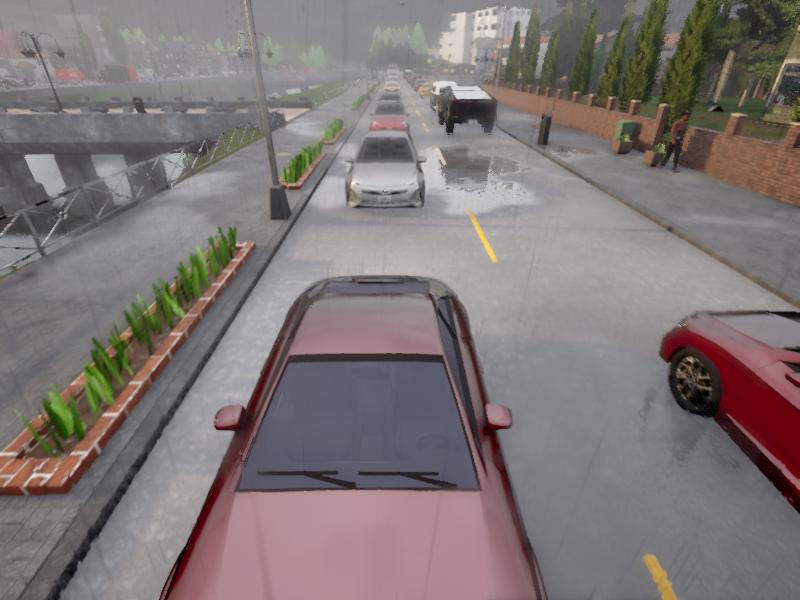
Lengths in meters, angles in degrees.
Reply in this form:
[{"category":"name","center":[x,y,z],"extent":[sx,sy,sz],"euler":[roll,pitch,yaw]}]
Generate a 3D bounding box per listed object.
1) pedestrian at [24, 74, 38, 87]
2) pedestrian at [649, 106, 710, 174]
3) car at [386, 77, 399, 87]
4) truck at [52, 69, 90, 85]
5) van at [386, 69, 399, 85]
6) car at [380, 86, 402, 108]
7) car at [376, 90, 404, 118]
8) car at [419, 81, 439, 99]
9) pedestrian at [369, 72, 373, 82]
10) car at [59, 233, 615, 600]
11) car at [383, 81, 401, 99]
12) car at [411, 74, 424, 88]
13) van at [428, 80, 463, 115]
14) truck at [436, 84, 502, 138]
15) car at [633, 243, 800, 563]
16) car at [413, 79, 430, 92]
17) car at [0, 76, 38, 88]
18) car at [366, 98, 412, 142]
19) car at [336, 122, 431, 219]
[{"category":"pedestrian","center":[-59.014,-35.169,64.017],"extent":[0.751,1.860,0.751],"euler":[8,31,13]},{"category":"pedestrian","center":[8.541,-4.917,12.307],"extent":[0.751,1.860,0.751],"euler":[-3,30,-4]},{"category":"car","center":[-1.220,-36.407,66.858],"extent":[1.994,1.385,4.181],"euler":[0,30,-1]},{"category":"truck","center":[-63.080,-42.882,76.849],"extent":[2.627,2.467,5.204],"euler":[0,30,-1]},{"category":"van","center":[-1.386,-43.322,77.643],"extent":[2.351,2.431,6.366],"euler":[0,30,-1]},{"category":"car","center":[-0.742,-17.698,34.738],"extent":[1.845,1.501,3.633],"euler":[0,30,-1]},{"category":"car","center":[-0.680,-13.916,28.328],"extent":[1.816,1.474,4.193],"euler":[-1,30,-1]},{"category":"car","center":[3.116,-23.066,43.866],"extent":[1.801,1.575,5.366],"euler":[0,30,-1]},{"category":"pedestrian","center":[-6.101,-46.561,83.498],"extent":[0.751,1.860,0.751],"euler":[1,30,1]},{"category":"car","center":[-0.233,0.892,3.118],"extent":[1.994,1.385,4.181],"euler":[0,30,0]},{"category":"car","center":[-0.891,-23.548,44.731],"extent":[1.882,1.535,5.008],"euler":[0,31,-1]},{"category":"car","center":[2.800,-35.837,65.401],"extent":[1.932,1.855,4.605],"euler":[0,30,-1]},{"category":"van","center":[3.319,-15.309,30.150],"extent":[2.069,2.038,4.480],"euler":[0,30,-1]},{"category":"truck","center":[3.447,-10.339,21.593],"extent":[2.390,2.098,6.274],"euler":[0,30,-1]},{"category":"car","center":[3.730,1.122,2.620],"extent":[1.816,1.474,4.193],"euler":[0,30,-1]},{"category":"car","center":[2.943,-29.812,55.500],"extent":[1.970,1.475,3.806],"euler":[0,30,-1]},{"category":"car","center":[-62.910,-35.997,65.953],"extent":[2.038,1.542,4.974],"euler":[0,30,-1]},{"category":"car","center":[-0.491,-9.050,19.956],"extent":[2.007,1.525,4.514],"euler":[0,30,0]},{"category":"car","center":[-0.362,-3.676,10.770],"extent":[2.007,1.525,4.514],"euler":[0,30,0]}]
